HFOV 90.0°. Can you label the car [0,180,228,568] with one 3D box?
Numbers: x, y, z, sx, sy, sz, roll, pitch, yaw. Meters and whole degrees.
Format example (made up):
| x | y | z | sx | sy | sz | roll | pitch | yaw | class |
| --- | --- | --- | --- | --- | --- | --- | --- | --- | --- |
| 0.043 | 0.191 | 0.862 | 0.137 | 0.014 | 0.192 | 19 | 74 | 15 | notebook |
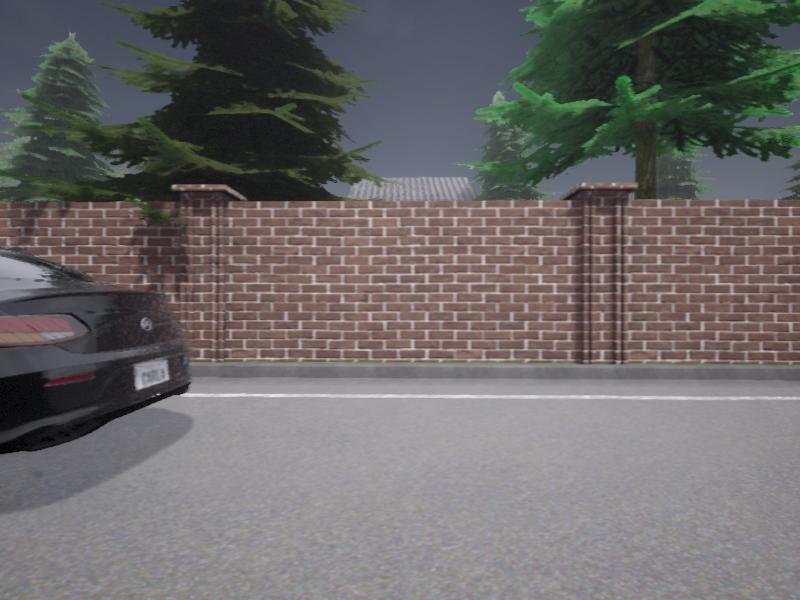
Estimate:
| x | y | z | sx | sy | sz | roll | pitch | yaw | class |
| --- | --- | --- | --- | --- | --- | --- | --- | --- | --- |
| -3.775 | 0.263 | 2.433 | 4.674 | 1.442 | 1.812 | 0 | 0 | 1 | car |
